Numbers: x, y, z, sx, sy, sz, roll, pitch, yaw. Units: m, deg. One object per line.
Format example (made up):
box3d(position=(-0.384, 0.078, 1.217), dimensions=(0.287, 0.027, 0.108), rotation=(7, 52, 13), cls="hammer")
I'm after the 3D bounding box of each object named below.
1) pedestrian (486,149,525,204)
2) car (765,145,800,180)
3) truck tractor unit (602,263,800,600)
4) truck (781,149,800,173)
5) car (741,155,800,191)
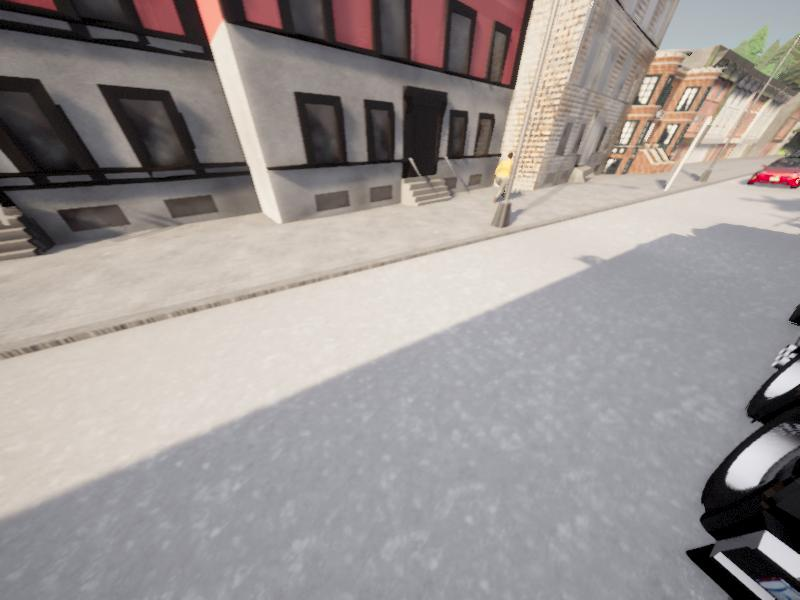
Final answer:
box3d(position=(4.223, -4.965, 9.324), dimensions=(0.751, 1.860, 0.751), rotation=(-26, 42, -32), cls="pedestrian")
box3d(position=(31.133, -10.531, 17.621), dimensions=(5.566, 2.045, 2.150), rotation=(-18, 39, -25), cls="car")
box3d(position=(5.109, -0.303, 0.782), dimensions=(6.516, 4.208, 3.053), rotation=(-18, 39, -24), cls="truck tractor unit")
box3d(position=(38.523, -13.095, 20.999), dimensions=(5.204, 2.467, 2.627), rotation=(-18, 39, -24), cls="truck")
box3d(position=(24.036, -8.002, 14.379), dimensions=(4.514, 1.525, 2.007), rotation=(-18, 39, -24), cls="car")
